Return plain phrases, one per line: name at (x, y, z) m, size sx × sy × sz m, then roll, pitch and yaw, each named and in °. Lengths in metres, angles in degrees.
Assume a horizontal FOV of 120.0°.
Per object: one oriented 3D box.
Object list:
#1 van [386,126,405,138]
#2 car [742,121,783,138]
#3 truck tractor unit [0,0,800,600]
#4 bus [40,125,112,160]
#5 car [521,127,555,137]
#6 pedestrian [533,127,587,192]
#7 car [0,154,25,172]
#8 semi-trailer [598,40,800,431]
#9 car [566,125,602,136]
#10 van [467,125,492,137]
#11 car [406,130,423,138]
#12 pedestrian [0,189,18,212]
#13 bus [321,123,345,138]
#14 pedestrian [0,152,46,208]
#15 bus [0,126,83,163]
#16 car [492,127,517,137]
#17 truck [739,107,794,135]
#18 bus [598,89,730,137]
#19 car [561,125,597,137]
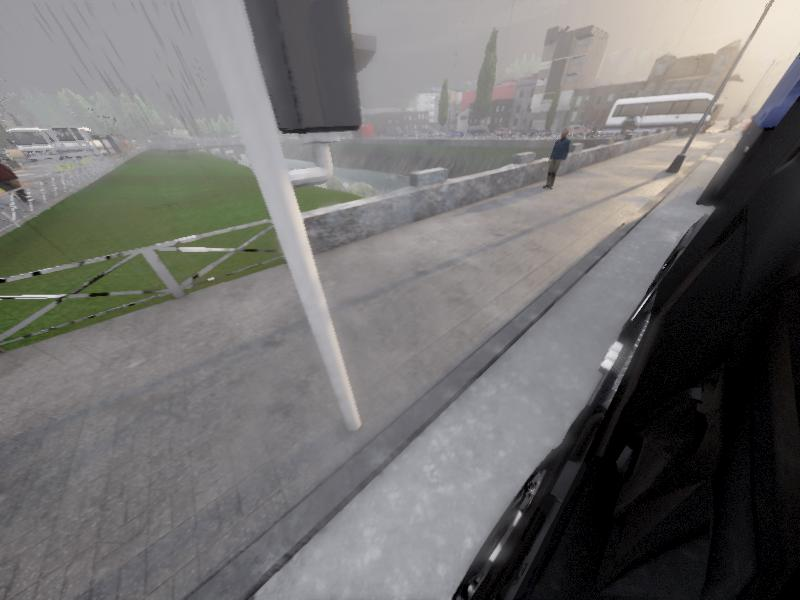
van at (-1.260, -47.582, 65.423) m, size 1.988 × 2.561 × 5.915 m, roll -28°, pitch 44°, yaw -30°
car at (39.397, -18.602, 25.160) m, size 4.718 × 1.301 × 1.895 m, roll -28°, pitch 44°, yaw -30°
truck tractor unit at (2.645, -0.295, 0.351) m, size 6.516 × 4.208 × 3.053 m, roll -28°, pitch 44°, yaw -30°
bus at (-52.991, -26.157, 38.337) m, size 3.944 × 4.253 × 10.273 m, roll -28°, pitch 44°, yaw -30°
car at (24.314, -29.611, 40.831) m, size 1.895 × 1.301 × 4.718 m, roll -28°, pitch 44°, yaw -30°
pedestrian at (5.603, -4.986, 8.225) m, size 0.751 × 1.860 × 0.751 m, roll -16°, pitch 39°, yaw -17°
car at (-42.871, -14.500, 24.510) m, size 1.994 × 1.385 × 4.181 m, roll -28°, pitch 44°, yaw -30°
semi-trailer at (8.699, -3.594, 4.244) m, size 14.254 × 4.402 × 2.717 m, roll -28°, pitch 44°, yaw -30°
car at (31.135, -28.693, 39.130) m, size 1.994 × 1.385 × 4.181 m, roll -28°, pitch 44°, yaw -30°
van at (16.552, -35.188, 48.199) m, size 1.775 × 1.987 × 4.442 m, roll -28°, pitch 44°, yaw -30°
car at (3.822, -43.683, 60.811) m, size 1.812 × 1.442 × 4.674 m, roll -28°, pitch 44°, yaw -30°
pedestrian at (-15.662, -4.027, 8.677) m, size 0.751 × 1.300 × 0.751 m, roll 23°, pitch 44°, yaw 30°
bus at (-25.918, -65.229, 89.137) m, size 3.944 × 4.253 × 10.273 m, roll -28°, pitch 44°, yaw -30°
pedestrian at (-15.719, -4.783, 9.226) m, size 0.751 × 1.860 × 0.751 m, roll -29°, pitch 44°, yaw -31°
bus at (-55.660, -24.489, 36.257) m, size 3.944 × 4.253 × 10.273 m, roll -28°, pitch 44°, yaw -30°
car at (20.166, -32.515, 44.824) m, size 1.970 × 1.475 × 3.806 m, roll -28°, pitch 44°, yaw -30°
truck at (45.588, -22.379, 28.855) m, size 5.204 × 2.467 × 2.627 m, roll -29°, pitch 44°, yaw -29°
bus at (34.027, -24.286, 30.632) m, size 3.944 × 4.253 × 10.273 m, roll -29°, pitch 44°, yaw -31°
car at (28.394, -26.884, 36.777) m, size 1.970 × 1.475 × 3.806 m, roll -28°, pitch 44°, yaw -30°
